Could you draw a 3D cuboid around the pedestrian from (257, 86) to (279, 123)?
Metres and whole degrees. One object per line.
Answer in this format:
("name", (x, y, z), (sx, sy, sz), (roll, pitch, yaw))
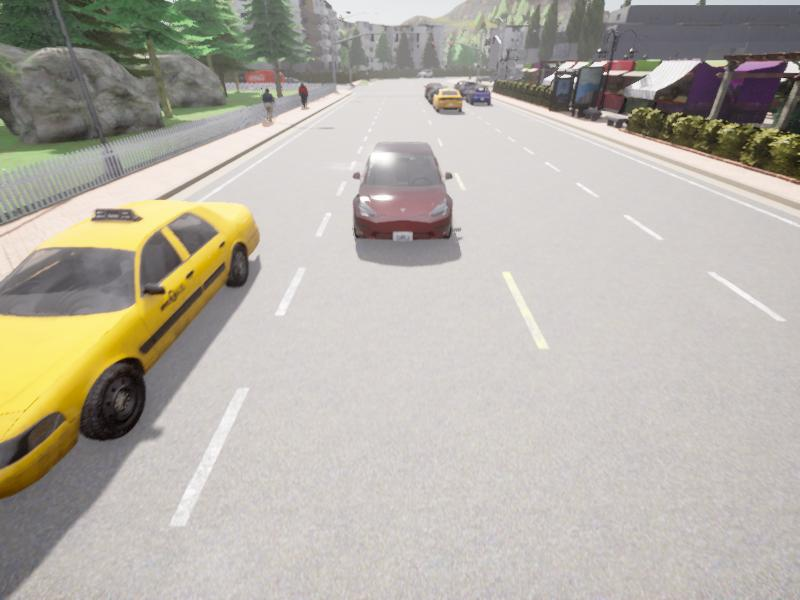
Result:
("pedestrian", (-7.543, -11.210, 22.953), (0.751, 1.860, 0.751), (1, 30, 2))

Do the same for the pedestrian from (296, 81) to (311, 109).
("pedestrian", (-7.362, -15.652, 30.536), (0.751, 1.860, 0.751), (0, 30, 0))

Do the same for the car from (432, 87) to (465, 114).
("car", (3.670, -15.524, 31.001), (1.882, 1.535, 5.008), (0, 30, 0))

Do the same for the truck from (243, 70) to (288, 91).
("truck", (-18.964, -31.208, 56.813), (5.204, 2.467, 2.627), (1, 30, 1))

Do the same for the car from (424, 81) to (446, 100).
("car", (3.667, -22.377, 42.697), (1.882, 1.535, 5.008), (0, 30, 0))

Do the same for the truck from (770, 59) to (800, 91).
("truck", (59.617, -32.384, 57.595), (8.468, 3.827, 2.891), (1, 30, 1))

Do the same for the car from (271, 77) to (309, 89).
("car", (-16.409, -32.526, 60.015), (4.902, 1.511, 2.128), (1, 30, 2))

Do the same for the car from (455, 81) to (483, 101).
("car", (7.164, -22.008, 41.983), (2.033, 1.649, 4.856), (0, 30, 0))

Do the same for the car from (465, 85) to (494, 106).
("car", (7.147, -18.639, 36.385), (1.816, 1.474, 4.193), (0, 30, 0))

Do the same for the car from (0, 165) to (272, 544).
("car", (-3.408, -0.252, 4.885), (1.801, 1.575, 5.366), (1, 30, 1))

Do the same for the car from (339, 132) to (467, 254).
("car", (0.060, -2.729, 9.215), (2.163, 1.488, 4.792), (0, 30, 0))

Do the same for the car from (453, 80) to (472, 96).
("car", (7.282, -25.010, 47.202), (1.845, 1.501, 3.633), (2, 30, 3))

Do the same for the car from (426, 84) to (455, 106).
("car", (3.659, -18.897, 36.813), (2.163, 1.488, 4.792), (0, 30, 0))
